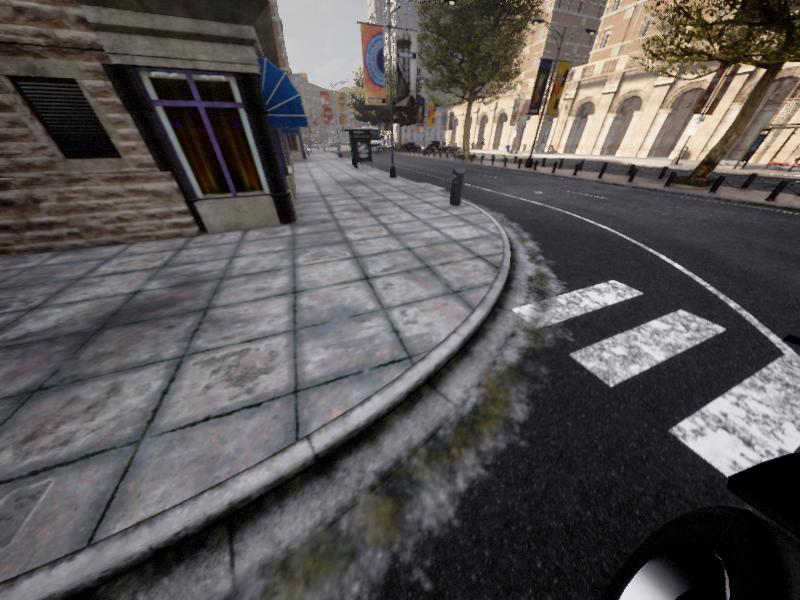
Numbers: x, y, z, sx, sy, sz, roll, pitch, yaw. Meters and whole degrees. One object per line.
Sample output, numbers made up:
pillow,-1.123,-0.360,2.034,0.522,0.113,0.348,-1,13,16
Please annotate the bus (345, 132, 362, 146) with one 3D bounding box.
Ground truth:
bus,-17.811,-61.850,88.964,3.944,4.253,10.273,-13,37,-17

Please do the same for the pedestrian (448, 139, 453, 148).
pedestrian,12.673,-38.888,57.534,0.751,1.860,0.751,-13,37,-17

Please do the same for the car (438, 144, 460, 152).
car,9.794,-30.582,46.471,1.895,1.301,4.718,-13,37,-17

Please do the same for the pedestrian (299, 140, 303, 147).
pedestrian,-31.748,-49.860,73.743,0.751,1.860,0.751,-11,36,-14

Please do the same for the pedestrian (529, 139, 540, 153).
pedestrian,22.845,-26.203,39.264,0.751,1.860,0.751,-13,37,-17

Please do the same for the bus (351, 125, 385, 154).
bus,-6.618,-32.625,47.010,3.944,4.253,10.273,-13,37,-17

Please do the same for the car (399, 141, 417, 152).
car,1.611,-32.193,48.370,1.932,1.855,4.605,-13,37,-17

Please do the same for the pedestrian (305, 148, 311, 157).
pedestrian,-12.966,-20.737,32.512,0.500,1.100,0.500,-14,37,-19

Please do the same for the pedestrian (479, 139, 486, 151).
pedestrian,16.649,-31.405,46.778,0.751,1.860,0.751,-11,36,-15

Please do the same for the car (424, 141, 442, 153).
car,6.516,-30.502,45.882,1.905,1.878,3.866,-13,37,-17

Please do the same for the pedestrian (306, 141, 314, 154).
pedestrian,-15.590,-26.447,40.050,0.751,1.860,0.751,-13,37,-18

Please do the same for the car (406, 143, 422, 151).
car,3.169,-35.267,53.197,1.994,1.385,4.181,-13,37,-17

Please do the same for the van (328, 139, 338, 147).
van,-25.593,-60.086,88.121,2.351,2.431,6.366,-13,37,-17

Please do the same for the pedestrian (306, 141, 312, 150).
pedestrian,-21.165,-35.904,53.648,0.751,1.860,0.751,-16,38,-21
